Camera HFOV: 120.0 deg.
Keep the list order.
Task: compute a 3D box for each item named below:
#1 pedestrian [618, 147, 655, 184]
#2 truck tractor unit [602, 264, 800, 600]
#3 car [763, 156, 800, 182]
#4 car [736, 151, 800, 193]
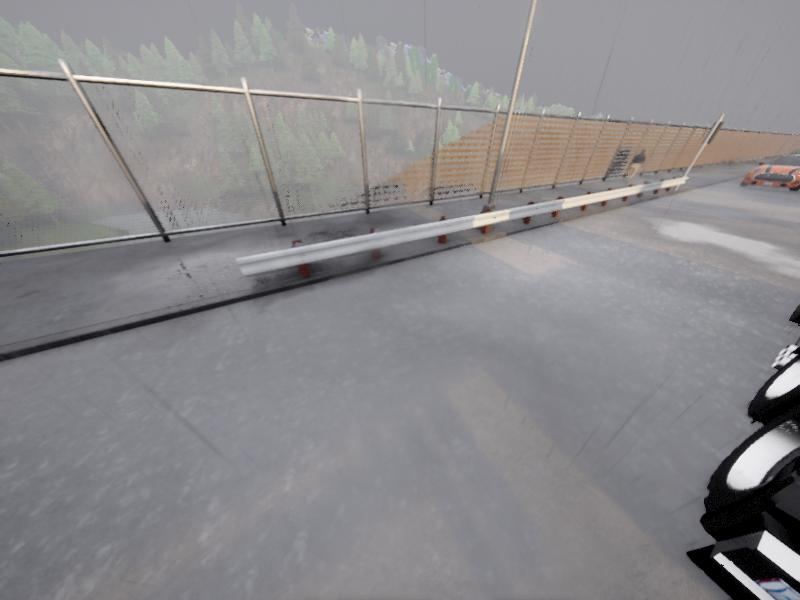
[{"bbox_3d":[14.168,-8.060,13.865,0.751,1.860,0.751,-25,42,-32],"label":"pedestrian"},{"bbox_3d":[5.106,-0.305,0.784,6.516,4.208,3.053,-18,39,-24],"label":"truck tractor unit"},{"bbox_3d":[29.210,-9.606,16.875,4.181,1.385,1.994,-18,39,-25],"label":"car"},{"bbox_3d":[22.874,-7.696,13.700,4.553,1.767,2.097,-18,39,-24],"label":"car"}]
